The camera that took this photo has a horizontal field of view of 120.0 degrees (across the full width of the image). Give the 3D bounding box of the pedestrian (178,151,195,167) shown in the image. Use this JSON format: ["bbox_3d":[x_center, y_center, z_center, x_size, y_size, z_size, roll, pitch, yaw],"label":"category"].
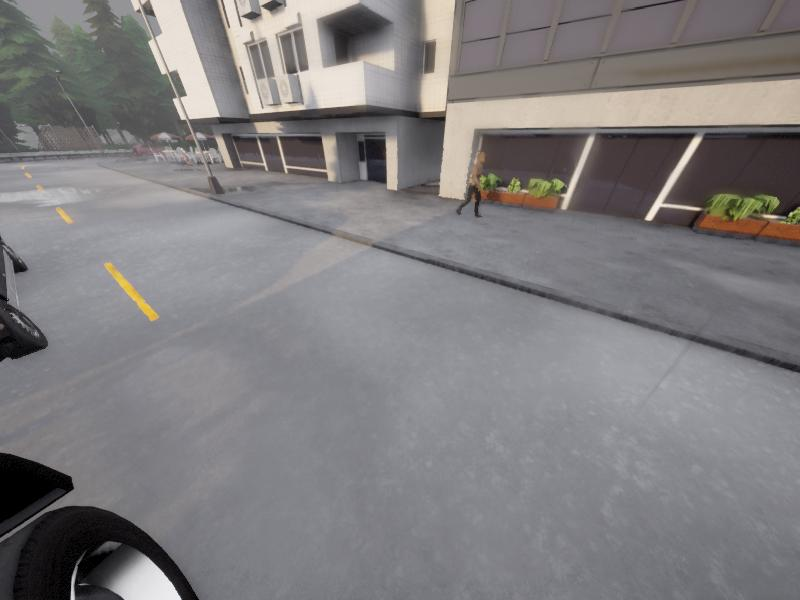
[{"bbox_3d":[-17.924,-11.821,19.399,0.500,1.100,0.500,24,41,29],"label":"pedestrian"}]

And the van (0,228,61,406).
[{"bbox_3d":[-6.846,-0.658,2.607,5.915,2.561,1.988,22,40,28],"label":"van"}]

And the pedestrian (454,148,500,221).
[{"bbox_3d":[2.315,-3.510,7.077,0.751,1.860,0.751,25,42,31],"label":"pedestrian"}]

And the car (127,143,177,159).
[{"bbox_3d":[-30.856,-18.657,28.862,1.845,1.501,3.633,16,38,22],"label":"car"}]
